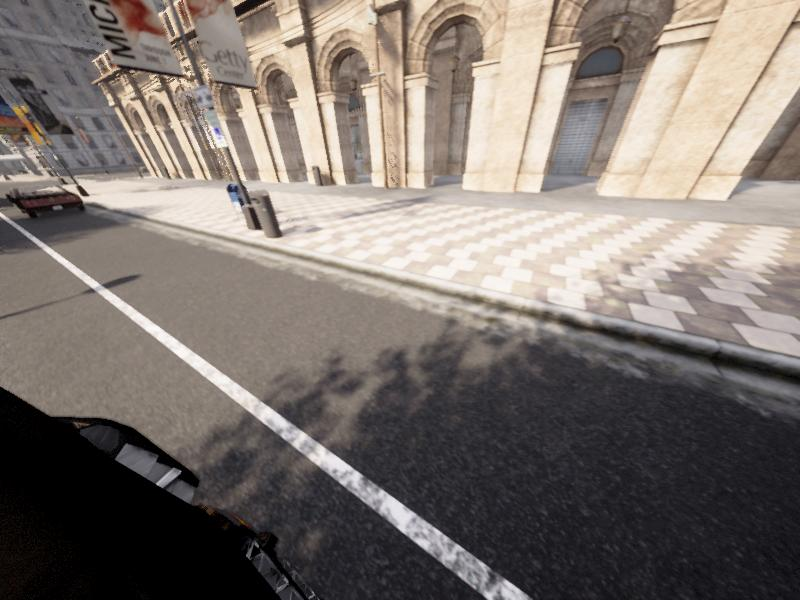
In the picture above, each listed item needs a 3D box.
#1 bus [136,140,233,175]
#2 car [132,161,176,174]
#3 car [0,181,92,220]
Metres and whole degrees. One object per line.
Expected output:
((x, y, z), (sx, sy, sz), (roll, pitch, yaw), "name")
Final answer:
((-35.071, -23.880, 38.498), (3.944, 4.253, 10.273), (16, 38, 26), "bus")
((-44.871, -24.341, 42.289), (2.152, 1.651, 5.027), (16, 38, 26), "car")
((-18.675, -5.304, 12.100), (4.718, 1.301, 1.895), (16, 38, 26), "car")
